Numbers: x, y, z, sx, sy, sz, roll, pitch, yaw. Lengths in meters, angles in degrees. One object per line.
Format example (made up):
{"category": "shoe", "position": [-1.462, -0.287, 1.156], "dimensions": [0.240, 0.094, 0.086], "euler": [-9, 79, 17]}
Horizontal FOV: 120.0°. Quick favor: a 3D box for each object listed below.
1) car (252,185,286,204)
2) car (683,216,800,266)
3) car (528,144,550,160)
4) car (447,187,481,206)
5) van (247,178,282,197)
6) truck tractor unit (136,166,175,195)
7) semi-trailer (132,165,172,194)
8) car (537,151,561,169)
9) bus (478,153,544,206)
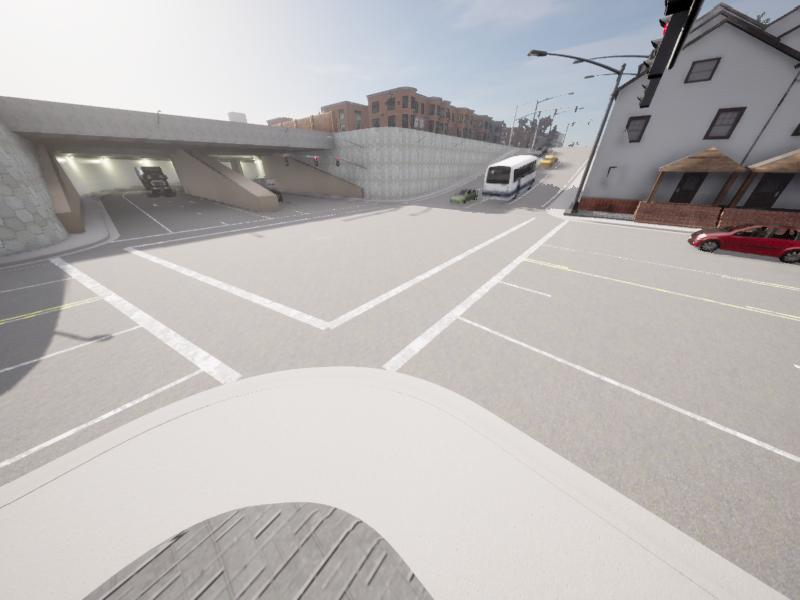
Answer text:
{"category": "car", "position": [-17.601, -14.131, 30.913], "dimensions": [4.605, 1.855, 1.932], "euler": [23, 37, 33]}
{"category": "car", "position": [18.599, -3.250, 12.332], "dimensions": [3.988, 1.617, 1.851], "euler": [24, 38, 35]}
{"category": "car", "position": [27.557, -29.342, 45.717], "dimensions": [2.152, 1.651, 5.027], "euler": [23, 51, 35]}
{"category": "car", "position": [8.176, -13.225, 29.321], "dimensions": [2.007, 1.525, 4.514], "euler": [25, 42, 35]}
{"category": "van", "position": [-22.472, -18.700, 38.271], "dimensions": [6.366, 2.431, 2.351], "euler": [23, 37, 34]}
{"category": "truck tractor unit", "position": [-42.675, -20.953, 40.369], "dimensions": [6.516, 4.208, 3.053], "euler": [25, 39, 37]}
{"category": "semi-trailer", "position": [-48.488, -23.714, 44.968], "dimensions": [14.254, 4.402, 2.717], "euler": [25, 38, 36]}
{"category": "car", "position": [25.887, -24.346, 40.097], "dimensions": [1.801, 1.575, 5.366], "euler": [24, 50, 34]}
{"category": "bus", "position": [14.566, -16.026, 30.204], "dimensions": [3.944, 4.253, 10.273], "euler": [23, 45, 35]}
